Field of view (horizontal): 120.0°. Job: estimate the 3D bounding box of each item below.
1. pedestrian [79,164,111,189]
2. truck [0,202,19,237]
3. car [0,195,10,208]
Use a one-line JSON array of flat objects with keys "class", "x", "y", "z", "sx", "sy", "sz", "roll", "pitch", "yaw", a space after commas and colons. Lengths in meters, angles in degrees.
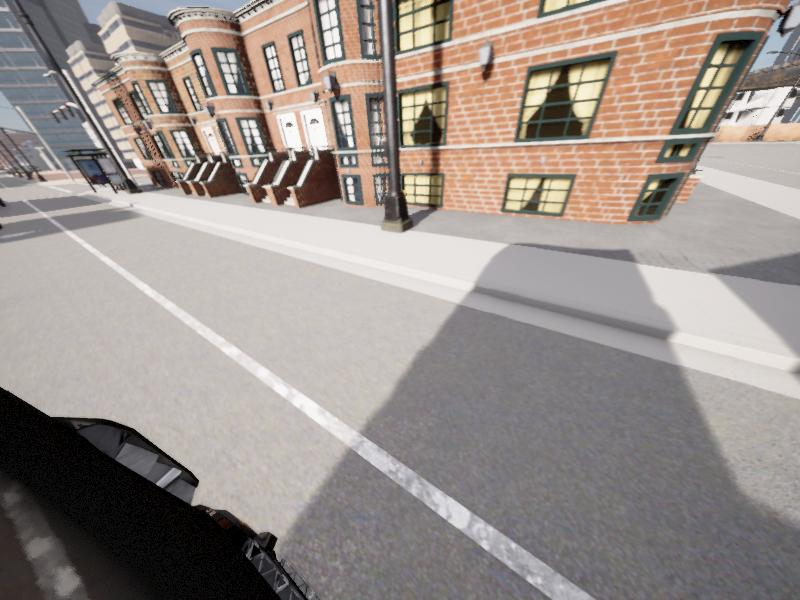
[{"class": "pedestrian", "x": -26.647, "y": -10.761, "z": 20.214, "sx": 0.751, "sy": 1.860, "sz": 0.751, "roll": 10, "pitch": 36, "yaw": 18}, {"class": "truck", "x": -16.661, "y": -3.134, "z": 7.735, "sx": 5.204, "sy": 2.467, "sz": 2.627, "roll": 25, "pitch": 43, "yaw": 35}, {"class": "car", "x": -28.126, "y": -6.816, "z": 15.235, "sx": 4.718, "sy": 1.301, "sz": 1.895, "roll": 17, "pitch": 39, "yaw": 28}]
